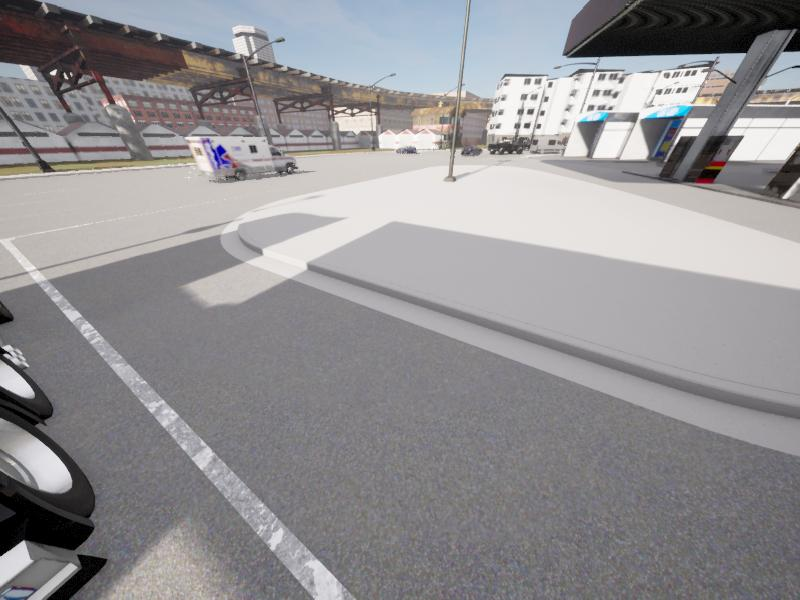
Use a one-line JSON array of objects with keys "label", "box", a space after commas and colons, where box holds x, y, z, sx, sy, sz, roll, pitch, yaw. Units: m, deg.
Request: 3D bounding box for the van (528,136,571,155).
[{"label": "van", "box": [26.160, -27.144, 40.549, 5.915, 2.561, 1.988, -6, 35, -7]}]

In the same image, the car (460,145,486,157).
[{"label": "car", "box": [11.425, -23.409, 36.176, 3.633, 1.501, 1.845, -24, 41, -30]}]

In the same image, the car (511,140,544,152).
[{"label": "car", "box": [27.218, -33.019, 49.410, 5.566, 2.045, 2.150, -2, 35, -2]}]

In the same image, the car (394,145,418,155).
[{"label": "car", "box": [1.117, -26.296, 40.447, 3.806, 1.475, 1.970, -28, 43, -34]}]

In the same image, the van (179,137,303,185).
[{"label": "van", "box": [-10.606, -9.969, 16.263, 2.351, 2.431, 6.366, 23, 41, 29]}]

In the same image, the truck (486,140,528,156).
[{"label": "truck", "box": [18.018, -25.792, 39.054, 6.274, 2.098, 2.390, -15, 38, -20]}]

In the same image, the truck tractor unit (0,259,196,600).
[{"label": "truck tractor unit", "box": [-5.103, -0.308, 0.790, 6.516, 4.208, 3.053, 19, 39, 24]}]
